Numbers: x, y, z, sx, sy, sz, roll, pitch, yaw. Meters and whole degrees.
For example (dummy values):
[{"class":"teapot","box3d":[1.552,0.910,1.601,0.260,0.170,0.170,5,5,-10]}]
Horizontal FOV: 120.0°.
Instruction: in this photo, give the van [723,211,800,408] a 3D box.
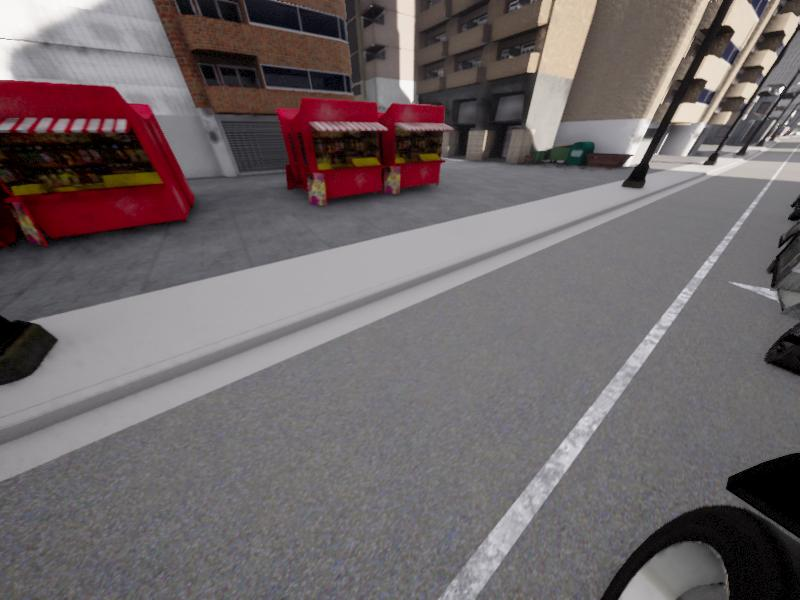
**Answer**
[{"class":"van","box3d":[7.014,-0.632,2.698,6.366,2.431,2.351,-22,41,-28]}]

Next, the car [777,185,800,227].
[{"class":"car","box3d":[14.583,-3.343,7.337,4.902,1.511,2.128,-22,41,-28]}]
